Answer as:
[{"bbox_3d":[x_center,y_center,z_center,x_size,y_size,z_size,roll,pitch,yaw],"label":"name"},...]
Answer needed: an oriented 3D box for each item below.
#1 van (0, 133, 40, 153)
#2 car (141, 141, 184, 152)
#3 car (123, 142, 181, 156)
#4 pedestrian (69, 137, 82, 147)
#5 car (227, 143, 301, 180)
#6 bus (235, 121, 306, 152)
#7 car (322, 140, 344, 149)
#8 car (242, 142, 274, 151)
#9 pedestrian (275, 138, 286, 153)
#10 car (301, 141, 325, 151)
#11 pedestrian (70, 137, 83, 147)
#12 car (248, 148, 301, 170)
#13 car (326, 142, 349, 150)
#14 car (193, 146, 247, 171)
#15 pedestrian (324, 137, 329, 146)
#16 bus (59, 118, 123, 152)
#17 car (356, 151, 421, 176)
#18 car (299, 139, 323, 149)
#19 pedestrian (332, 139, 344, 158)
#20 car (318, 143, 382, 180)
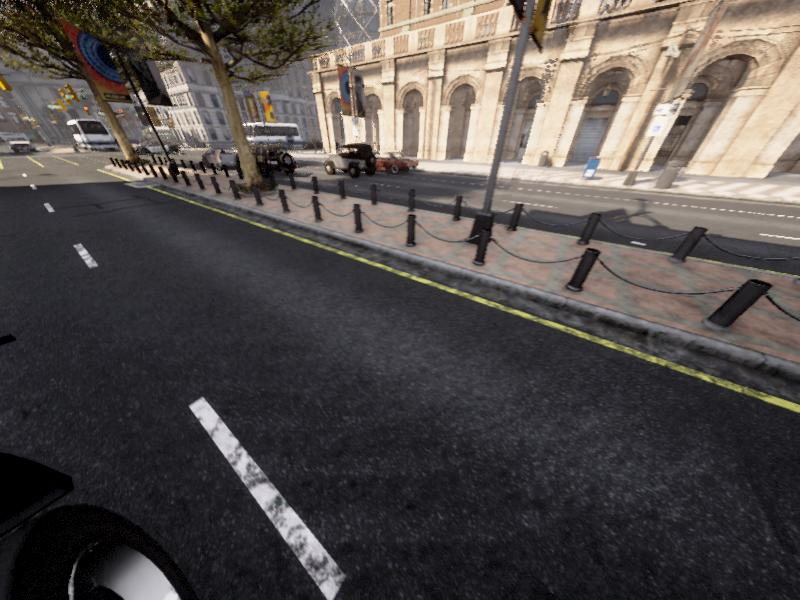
[{"bbox_3d":[-58.863,-24.306,35.676,6.366,2.431,2.351,22,41,28],"label":"van"},{"bbox_3d":[-39.287,-25.466,38.359,4.674,1.442,1.812,-2,36,-3],"label":"car"},{"bbox_3d":[-33.925,-20.827,31.768,2.038,1.542,4.974,22,40,27],"label":"car"},{"bbox_3d":[-71.349,-34.751,50.807,0.751,1.860,0.751,17,39,22],"label":"pedestrian"},{"bbox_3d":[-9.136,-9.439,15.563,4.605,1.855,1.932,22,41,28],"label":"car"},{"bbox_3d":[-23.546,-30.393,43.056,3.944,4.253,10.273,21,40,27],"label":"bus"},{"bbox_3d":[-15.425,-36.159,53.667,2.007,1.525,4.514,22,41,28],"label":"car"},{"bbox_3d":[-27.371,-29.726,44.638,1.895,1.301,4.718,22,41,28],"label":"car"},{"bbox_3d":[-17.695,-22.898,34.268,0.751,1.860,0.751,20,40,25],"label":"pedestrian"},{"bbox_3d":[-17.413,-30.974,46.347,1.816,1.474,4.193,22,41,28],"label":"car"},{"bbox_3d":[-70.541,-34.465,50.408,0.751,1.860,0.751,19,39,24],"label":"pedestrian"},{"bbox_3d":[-11.050,-12.473,20.286,4.181,1.385,1.994,22,41,28],"label":"car"},{"bbox_3d":[-13.693,-33.960,50.768,1.895,1.301,4.718,22,41,28],"label":"car"},{"bbox_3d":[-14.628,-11.542,18.791,3.633,1.501,1.845,22,41,28],"label":"car"},{"bbox_3d":[-20.493,-44.076,64.242,0.751,1.860,0.751,19,39,24],"label":"pedestrian"},{"bbox_3d":[-53.360,-28.355,39.882,10.273,4.253,3.944,22,41,28],"label":"bus"},{"bbox_3d":[-0.971,-10.626,17.818,4.718,1.301,1.895,22,41,28],"label":"car"},{"bbox_3d":[-20.295,-35.746,52.909,2.242,1.667,4.611,22,41,28],"label":"car"},{"bbox_3d":[-7.212,-17.628,26.893,0.751,1.860,0.751,-26,43,-32],"label":"pedestrian"},{"bbox_3d":[-3.346,-9.548,15.761,3.866,1.878,1.905,22,41,28],"label":"car"}]
